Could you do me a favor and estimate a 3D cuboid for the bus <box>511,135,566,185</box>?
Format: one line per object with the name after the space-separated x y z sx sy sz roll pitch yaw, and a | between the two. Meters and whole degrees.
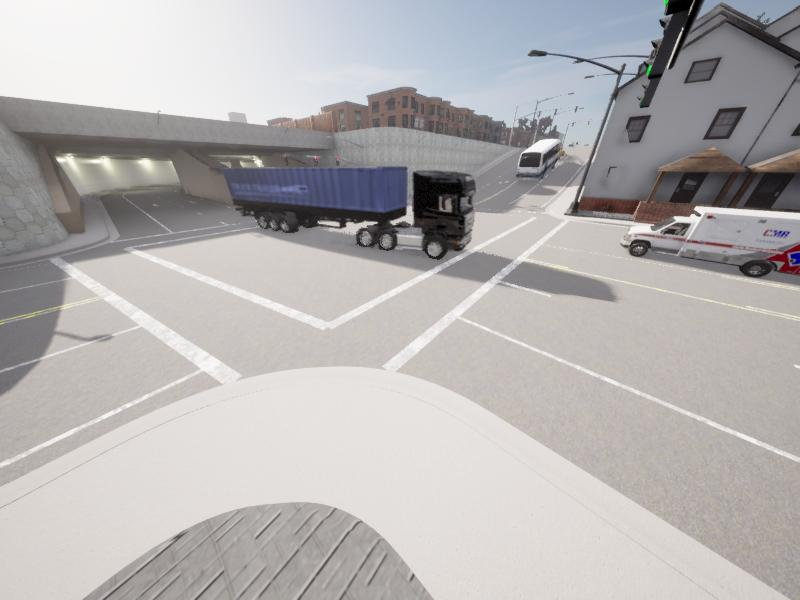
21.842 -22.115 36.340 3.944 4.253 10.273 24 51 34 | bus

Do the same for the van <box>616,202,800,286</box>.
14.908 -2.901 10.908 6.366 2.431 2.351 24 38 35 | van

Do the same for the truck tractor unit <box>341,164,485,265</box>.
0.614 -4.912 12.590 6.516 4.208 3.053 14 32 23 | truck tractor unit

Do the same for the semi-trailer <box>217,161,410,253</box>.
-6.342 -6.882 15.807 14.254 4.402 2.717 16 34 25 | semi-trailer

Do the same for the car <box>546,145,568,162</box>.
28.967 -27.085 42.659 1.801 1.575 5.366 24 51 34 | car

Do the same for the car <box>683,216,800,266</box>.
18.599 -3.250 12.332 3.988 1.617 1.851 24 38 35 | car
